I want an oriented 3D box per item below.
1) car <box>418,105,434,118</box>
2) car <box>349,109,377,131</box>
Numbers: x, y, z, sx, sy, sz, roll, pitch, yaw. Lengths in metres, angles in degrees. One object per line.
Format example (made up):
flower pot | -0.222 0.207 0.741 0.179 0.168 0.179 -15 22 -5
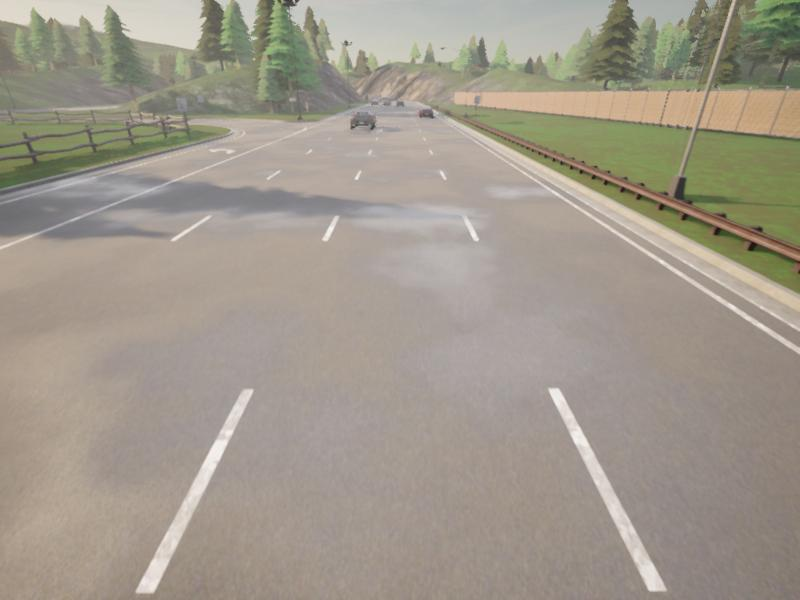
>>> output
car | 3.562 -25.969 55.172 1.812 1.442 4.674 0 27 0
car | -3.454 -17.169 37.967 2.152 1.651 5.027 0 27 0
